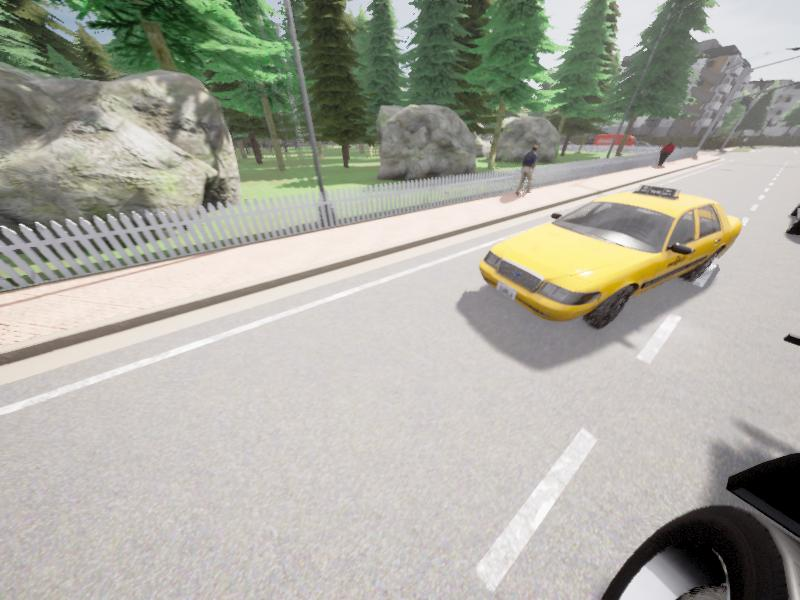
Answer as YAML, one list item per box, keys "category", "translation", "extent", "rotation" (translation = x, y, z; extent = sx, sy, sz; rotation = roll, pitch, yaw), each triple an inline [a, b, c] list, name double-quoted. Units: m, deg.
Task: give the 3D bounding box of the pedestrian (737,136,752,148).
- category: "pedestrian"
  translation: [65.889, -30.191, 44.214]
  extent: [0.751, 1.860, 0.751]
  rotation: [-19, 39, -25]

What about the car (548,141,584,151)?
- category: "car"
  translation: [30.741, -28.569, 42.855]
  extent: [1.837, 1.490, 4.892]
  rotation: [-21, 40, -27]

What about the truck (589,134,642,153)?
- category: "truck"
  translation: [34.797, -25.449, 37.546]
  extent: [2.627, 2.467, 5.204]
  rotation: [-21, 40, -27]

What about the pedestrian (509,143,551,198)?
- category: "pedestrian"
  translation: [5.290, -5.318, 9.484]
  extent: [0.751, 1.860, 0.751]
  rotation: [-22, 41, -28]

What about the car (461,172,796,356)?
- category: "car"
  translation: [3.922, -1.105, 4.070]
  extent: [5.366, 1.575, 1.801]
  rotation: [-16, 38, -21]

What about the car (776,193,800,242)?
- category: "car"
  translation: [12.610, -2.550, 6.127]
  extent: [4.792, 1.488, 2.163]
  rotation: [-22, 41, -28]

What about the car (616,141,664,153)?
- category: "car"
  translation: [39.074, -25.006, 37.711]
  extent: [2.128, 1.511, 4.902]
  rotation: [-21, 40, -27]

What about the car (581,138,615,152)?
- category: "car"
  translation: [35.721, -28.066, 41.751]
  extent: [1.905, 1.878, 3.866]
  rotation: [-21, 40, -27]

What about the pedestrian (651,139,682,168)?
- category: "pedestrian"
  translation: [20.652, -11.371, 17.931]
  extent: [0.751, 1.860, 0.751]
  rotation: [-22, 41, -28]
